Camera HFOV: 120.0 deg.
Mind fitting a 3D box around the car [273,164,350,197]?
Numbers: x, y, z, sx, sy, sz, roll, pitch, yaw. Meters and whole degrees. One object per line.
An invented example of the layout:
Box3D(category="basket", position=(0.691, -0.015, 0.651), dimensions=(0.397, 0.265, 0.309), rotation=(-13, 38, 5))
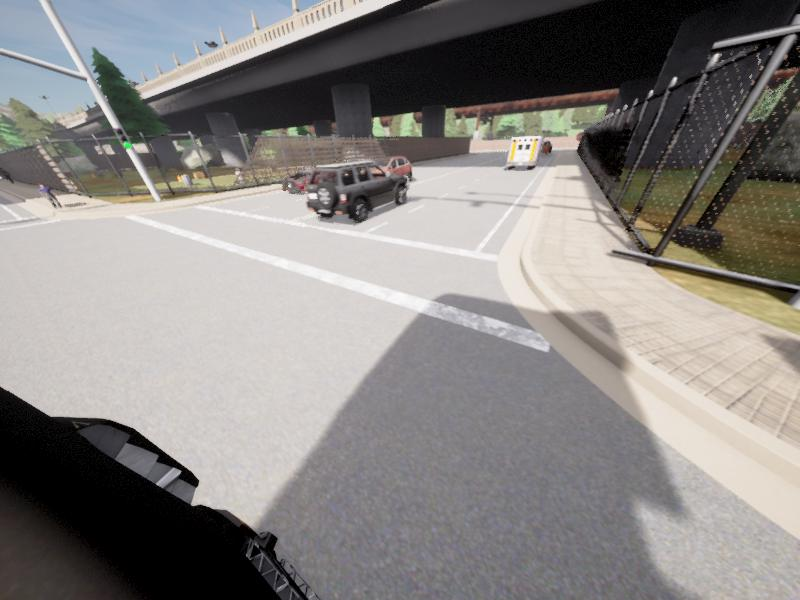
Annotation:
Box3D(category="car", position=(-5.542, -7.920, 15.051), dimensions=(1.994, 1.385, 4.181), rotation=(16, 38, 26))

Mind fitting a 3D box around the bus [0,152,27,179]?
Box3D(category="bus", position=(-80.667, -24.907, 43.321), dimensions=(3.944, 4.253, 10.273), rotation=(17, 38, 26))

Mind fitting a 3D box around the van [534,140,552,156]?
Box3D(category="van", position=(23.781, -25.226, 38.337), dimensions=(1.775, 1.987, 4.442), rotation=(16, 38, 26))

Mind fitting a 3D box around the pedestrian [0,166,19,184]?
Box3D(category="pedestrian", position=(-48.191, -15.269, 28.278), dimensions=(0.751, 1.860, 0.751), rotation=(19, 39, 29))

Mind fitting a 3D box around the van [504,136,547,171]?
Box3D(category="van", position=(12.040, -14.016, 21.972), dimensions=(2.351, 2.431, 6.366), rotation=(16, 38, 26))

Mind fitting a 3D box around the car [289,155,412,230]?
Box3D(category="car", position=(-1.499, -4.445, 9.095), dimensions=(1.932, 1.855, 4.605), rotation=(16, 38, 26))

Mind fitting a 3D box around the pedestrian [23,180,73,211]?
Box3D(category="pedestrian", position=(-17.458, -5.208, 11.484), dimensions=(0.751, 1.300, 0.751), rotation=(15, 38, 24))

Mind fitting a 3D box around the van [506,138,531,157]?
Box3D(category="van", position=(19.846, -25.407, 38.492), dimensions=(2.351, 2.431, 6.366), rotation=(16, 38, 26))

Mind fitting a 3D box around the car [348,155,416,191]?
Box3D(category="car", position=(-0.969, -8.704, 15.625), dimensions=(2.242, 1.667, 4.611), rotation=(16, 38, 26))
